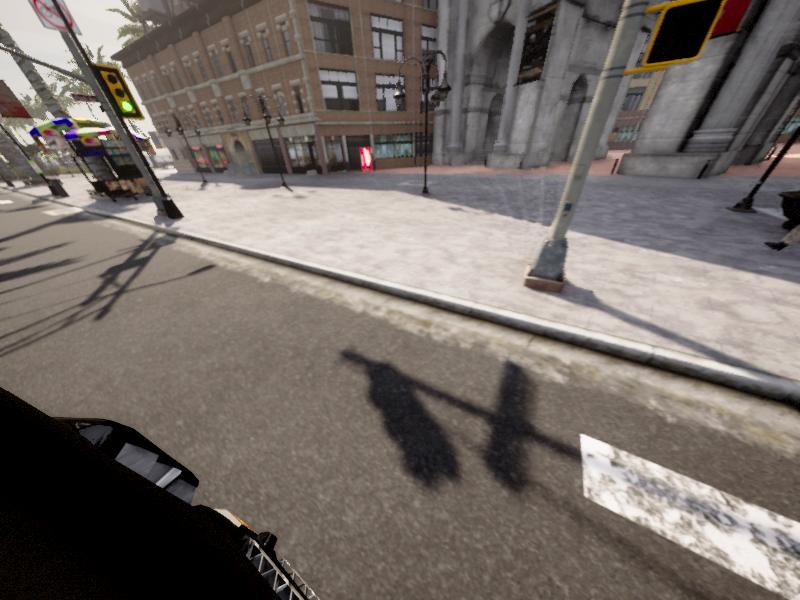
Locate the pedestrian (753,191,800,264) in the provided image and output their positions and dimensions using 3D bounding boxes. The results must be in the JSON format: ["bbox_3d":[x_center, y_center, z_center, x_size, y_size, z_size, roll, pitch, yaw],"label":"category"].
[{"bbox_3d":[7.132,-1.546,3.666,0.751,1.860,0.751,17,39,27],"label":"pedestrian"}]

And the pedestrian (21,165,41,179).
[{"bbox_3d":[-57.355,-19.862,35.918,0.751,1.860,0.751,13,37,22],"label":"pedestrian"}]
